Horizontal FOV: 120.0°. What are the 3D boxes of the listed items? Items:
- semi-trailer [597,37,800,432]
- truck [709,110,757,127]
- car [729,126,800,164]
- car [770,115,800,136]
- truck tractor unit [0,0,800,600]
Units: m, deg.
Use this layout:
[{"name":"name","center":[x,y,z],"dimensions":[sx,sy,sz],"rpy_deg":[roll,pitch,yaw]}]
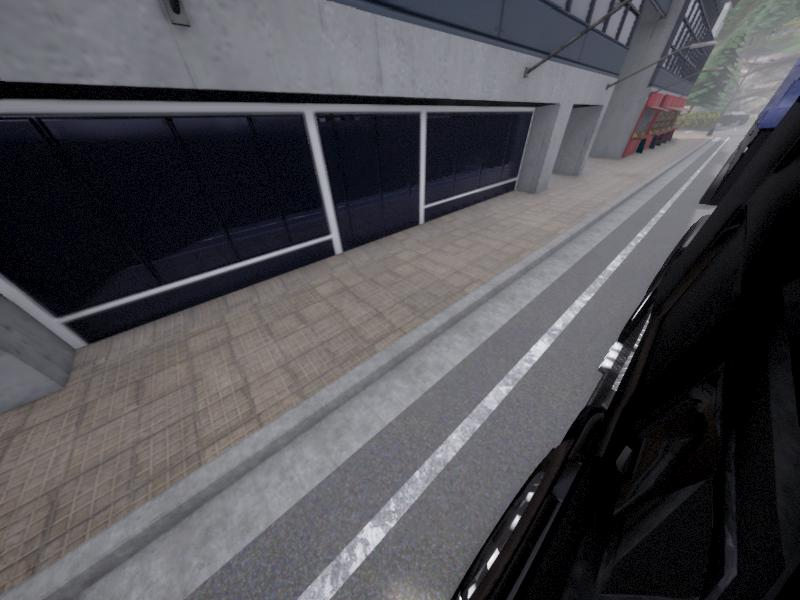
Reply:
[{"name":"semi-trailer","center":[8.718,-3.599,4.197],"dimensions":[14.254,4.402,2.717],"rpy_deg":[-28,44,-29]},{"name":"truck","center":[59.323,-32.527,41.399],"dimensions":[2.390,2.098,6.274],"rpy_deg":[16,41,24]},{"name":"car","center":[20.142,-8.542,12.586],"dimensions":[4.181,1.385,1.994],"rpy_deg":[-28,44,-30]},{"name":"car","center":[39.899,-17.219,22.711],"dimensions":[1.837,1.490,4.892],"rpy_deg":[19,43,25]},{"name":"truck tractor unit","center":[2.645,-0.295,0.351],"dimensions":[6.516,4.208,3.053],"rpy_deg":[-28,44,-30]}]
